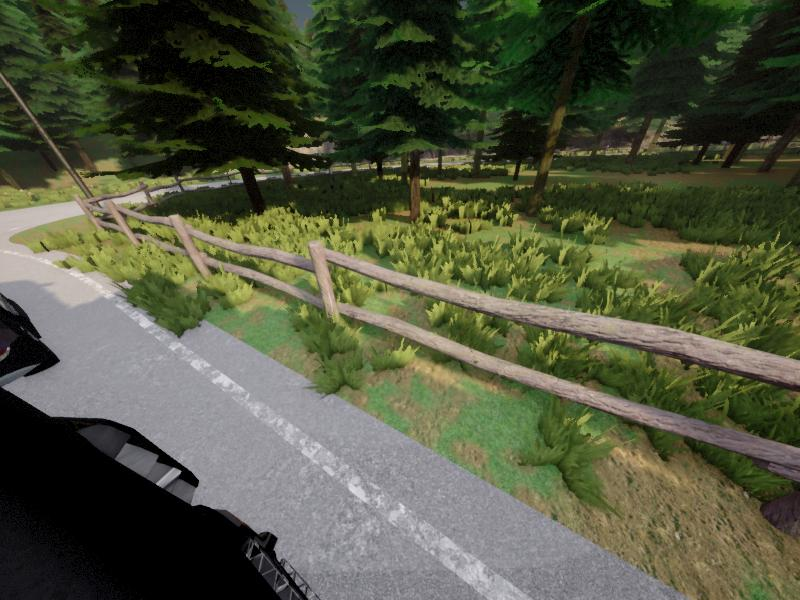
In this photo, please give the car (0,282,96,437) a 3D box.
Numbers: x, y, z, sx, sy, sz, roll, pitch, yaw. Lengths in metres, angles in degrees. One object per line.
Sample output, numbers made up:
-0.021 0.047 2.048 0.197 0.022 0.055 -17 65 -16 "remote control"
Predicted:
-6.247 0.281 2.535 4.856 1.649 2.033 14 37 24 "car"
